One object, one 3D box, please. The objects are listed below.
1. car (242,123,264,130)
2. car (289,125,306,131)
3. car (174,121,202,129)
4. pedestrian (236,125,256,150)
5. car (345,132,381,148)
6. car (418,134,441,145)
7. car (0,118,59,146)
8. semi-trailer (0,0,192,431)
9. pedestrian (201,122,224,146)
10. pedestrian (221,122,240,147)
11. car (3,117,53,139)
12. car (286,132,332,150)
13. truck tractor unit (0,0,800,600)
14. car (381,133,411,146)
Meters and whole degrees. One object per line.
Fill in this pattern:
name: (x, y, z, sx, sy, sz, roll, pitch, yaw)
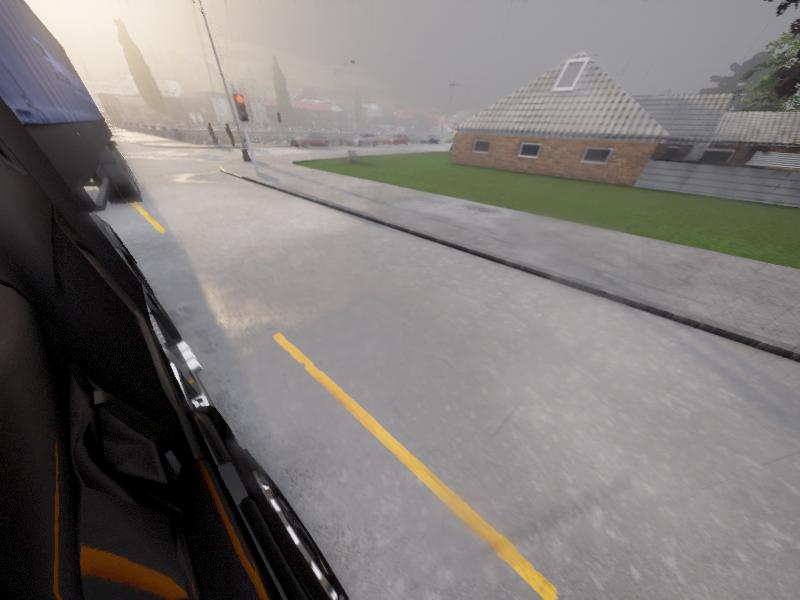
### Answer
car: (-46.100, -54.356, 72.506, 1.930, 1.638, 5.238, 27, 43, 29)
car: (-36.390, -61.119, 82.176, 1.930, 1.638, 5.238, 28, 43, 30)
car: (-56.720, -46.950, 61.935, 2.152, 1.651, 5.027, 28, 43, 30)
pedestrian: (-14.112, -14.891, 21.211, 0.751, 1.860, 0.751, 11, 37, 11)
car: (-4.869, -21.365, 30.784, 2.007, 1.525, 4.514, 27, 43, 29)
car: (5.295, -28.417, 40.914, 1.816, 1.474, 4.193, 28, 43, 30)
car: (-30.532, -13.772, 18.914, 4.611, 1.667, 2.242, 28, 43, 30)
semi-trailer: (-8.228, -3.874, 4.659, 2.717, 4.402, 14.254, -28, 47, -34)
pedestrian: (-17.881, -15.841, 22.070, 0.751, 1.860, 0.751, 8, 37, 8)
pedestrian: (-16.416, -16.046, 22.420, 0.751, 1.860, 0.751, 25, 42, 27)
car: (-38.391, -17.856, 23.962, 4.856, 1.649, 2.033, 27, 43, 30)
car: (-9.994, -17.740, 25.737, 1.994, 1.385, 4.181, 27, 43, 29)
truck tractor unit: (-2.645, -0.295, 0.351, 6.516, 4.208, 3.053, 28, 44, 30)
car: (-0.523, -24.390, 35.109, 2.007, 1.525, 4.514, 28, 43, 30)
